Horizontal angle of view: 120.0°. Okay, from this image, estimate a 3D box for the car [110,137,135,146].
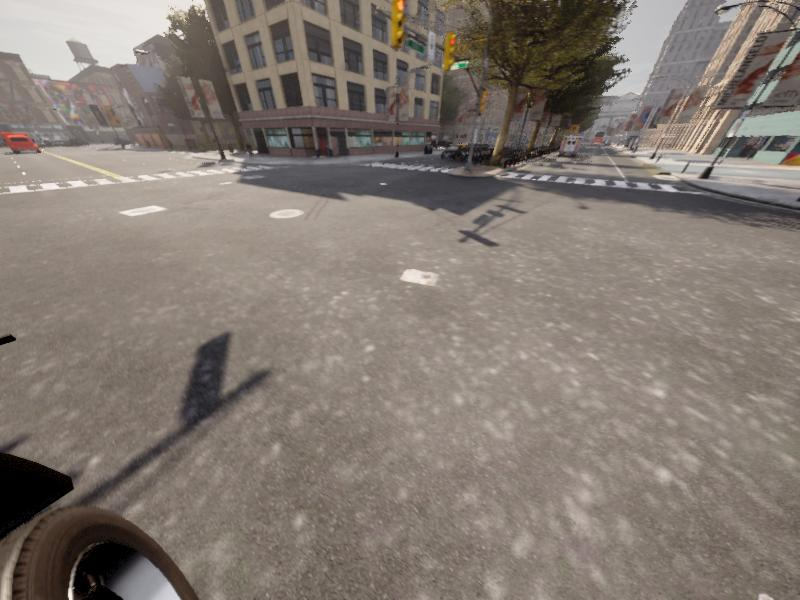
[{"bbox_3d":[-76.038,-43.583,63.394,1.932,1.855,4.605,-7,36,-10],"label":"car"}]

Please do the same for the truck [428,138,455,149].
[{"bbox_3d":[10.414,-39.609,58.322,6.274,2.098,2.390,21,40,27],"label":"truck"}]

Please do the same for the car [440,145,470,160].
[{"bbox_3d":[6.996,-18.805,29.370,1.812,1.442,4.674,22,41,28],"label":"car"}]

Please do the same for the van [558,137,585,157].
[{"bbox_3d":[26.619,-23.838,35.822,2.351,2.431,6.366,22,41,28],"label":"van"}]

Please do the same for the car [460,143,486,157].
[{"bbox_3d":[10.751,-21.987,33.842,2.007,1.525,4.514,22,41,28],"label":"car"}]

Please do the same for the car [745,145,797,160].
[{"bbox_3d":[50.641,-20.314,31.695,2.161,1.482,4.786,22,41,28],"label":"car"}]

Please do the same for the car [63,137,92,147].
[{"bbox_3d":[-75.479,-37.039,54.123,1.932,1.855,4.605,-17,39,-22],"label":"car"}]

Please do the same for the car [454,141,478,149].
[{"bbox_3d":[16.793,-39.468,58.628,5.366,1.575,1.801,17,39,22],"label":"car"}]

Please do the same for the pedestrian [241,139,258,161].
[{"bbox_3d":[-15.571,-15.566,23.914,0.751,1.860,0.751,26,43,32],"label":"pedestrian"}]

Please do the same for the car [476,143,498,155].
[{"bbox_3d":[14.457,-25.066,38.267,1.837,1.490,4.892,22,40,27],"label":"car"}]

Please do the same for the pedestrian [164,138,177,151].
[{"bbox_3d":[-39.881,-26.978,40.143,0.751,1.860,0.751,23,41,29],"label":"pedestrian"}]

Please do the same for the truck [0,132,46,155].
[{"bbox_3d":[-54.337,-22.497,33.161,5.204,2.467,2.627,23,41,27],"label":"truck"}]

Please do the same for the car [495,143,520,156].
[{"bbox_3d":[16.698,-23.356,35.848,2.128,1.511,4.902,22,41,28],"label":"car"}]

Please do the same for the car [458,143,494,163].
[{"bbox_3d":[8.770,-16.867,26.441,2.242,1.667,4.611,22,41,28],"label":"car"}]

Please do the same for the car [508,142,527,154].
[{"bbox_3d":[20.483,-26.525,40.289,1.851,1.617,3.988,22,41,28],"label":"car"}]

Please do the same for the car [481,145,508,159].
[{"bbox_3d":[12.895,-20.158,31.404,1.994,1.385,4.181,22,41,27],"label":"car"}]

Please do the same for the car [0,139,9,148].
[{"bbox_3d":[-80.892,-30.863,45.685,2.002,1.452,4.674,-22,41,-28],"label":"car"}]
